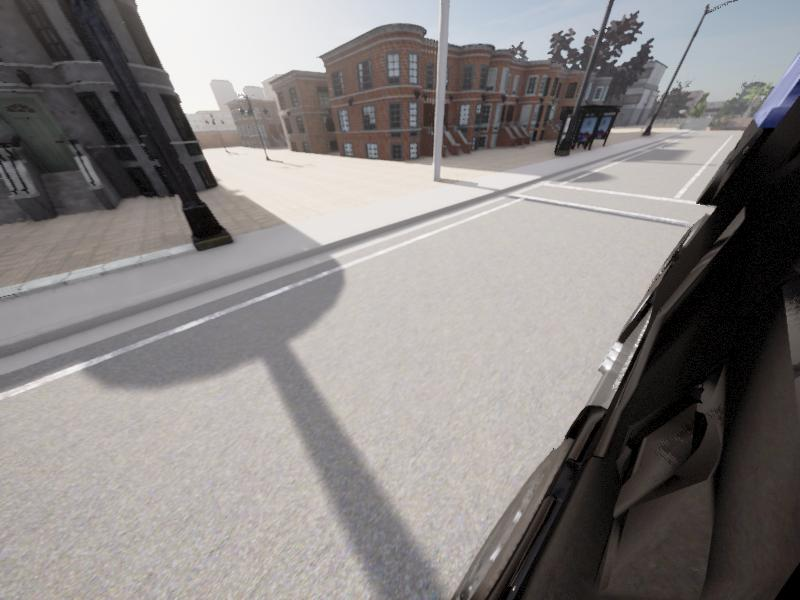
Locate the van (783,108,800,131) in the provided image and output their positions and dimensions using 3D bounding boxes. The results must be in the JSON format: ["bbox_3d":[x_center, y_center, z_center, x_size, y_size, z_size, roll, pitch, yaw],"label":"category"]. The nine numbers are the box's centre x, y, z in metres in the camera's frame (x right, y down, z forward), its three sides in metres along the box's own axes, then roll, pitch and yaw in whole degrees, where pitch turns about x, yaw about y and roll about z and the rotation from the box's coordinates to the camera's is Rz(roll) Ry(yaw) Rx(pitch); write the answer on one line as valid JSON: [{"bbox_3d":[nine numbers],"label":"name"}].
[{"bbox_3d":[54.176,-24.185,30.776,5.915,2.561,1.988,-27,43,-31],"label":"van"}]

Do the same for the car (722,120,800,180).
[{"bbox_3d":[16.279,-6.576,9.916,4.553,1.767,2.097,-28,44,-30],"label":"car"}]

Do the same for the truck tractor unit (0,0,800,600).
[{"bbox_3d":[2.645,-0.295,0.352,6.516,4.208,3.053,-28,44,-30],"label":"truck tractor unit"}]

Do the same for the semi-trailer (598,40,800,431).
[{"bbox_3d":[8.690,-3.609,4.238,14.254,4.402,2.717,-28,44,-30],"label":"semi-trailer"}]
